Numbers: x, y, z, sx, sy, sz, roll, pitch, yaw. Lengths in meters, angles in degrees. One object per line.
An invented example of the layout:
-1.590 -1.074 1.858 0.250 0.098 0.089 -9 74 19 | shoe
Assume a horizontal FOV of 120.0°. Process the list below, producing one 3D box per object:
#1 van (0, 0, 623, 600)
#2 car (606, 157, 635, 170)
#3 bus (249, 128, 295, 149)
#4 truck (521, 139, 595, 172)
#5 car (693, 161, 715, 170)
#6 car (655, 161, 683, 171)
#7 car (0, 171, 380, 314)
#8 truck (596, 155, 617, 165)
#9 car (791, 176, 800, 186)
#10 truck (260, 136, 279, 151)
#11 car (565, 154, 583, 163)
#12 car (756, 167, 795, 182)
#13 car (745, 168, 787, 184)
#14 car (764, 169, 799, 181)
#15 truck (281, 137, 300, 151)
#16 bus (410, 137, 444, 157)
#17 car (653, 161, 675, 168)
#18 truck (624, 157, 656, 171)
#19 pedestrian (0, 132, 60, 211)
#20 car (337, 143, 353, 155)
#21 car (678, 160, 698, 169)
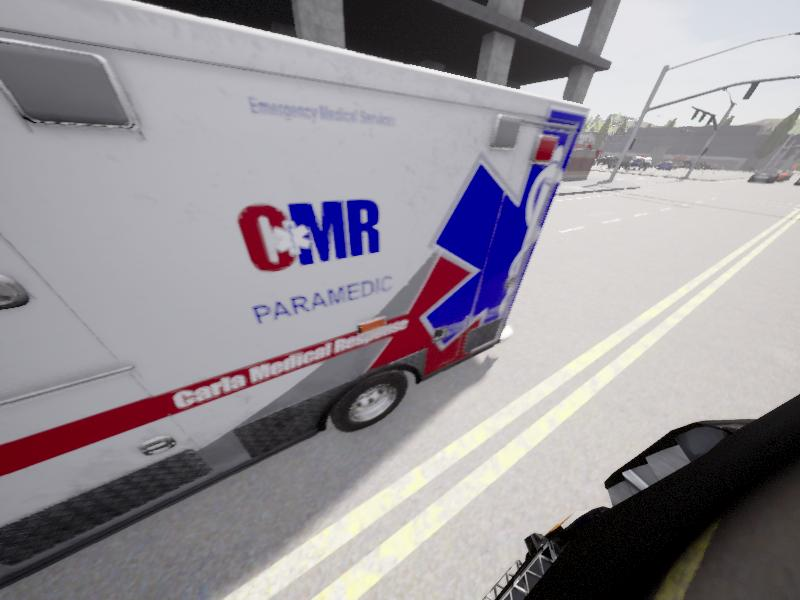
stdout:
-1.912 -0.042 1.650 6.366 2.431 2.351 -16 38 -26 | van
41.173 -25.573 43.199 4.605 1.855 1.932 -16 38 -26 | car
-35.554 -45.038 64.686 10.273 4.253 3.944 -16 38 -26 | bus
24.019 -22.598 35.909 2.891 3.827 8.468 -16 38 -26 | truck
76.345 -33.790 58.090 4.605 1.855 1.932 -16 38 -26 | car
55.692 -27.734 47.814 4.611 1.667 2.242 -16 38 -26 | car
-3.219 -1.569 4.594 5.366 1.575 1.801 -16 38 -26 | car
54.126 -36.685 60.588 4.478 2.038 2.069 -16 38 -26 | truck
52.264 -15.270 29.282 3.806 1.475 1.970 -16 38 -26 | car
-28.610 -34.278 50.459 2.615 2.467 5.204 -16 38 -26 | truck
49.981 -40.697 66.441 4.605 1.855 1.932 -16 38 -26 | car
55.930 -18.705 34.405 4.553 1.767 2.097 -16 38 -26 | car
49.160 -16.687 31.033 4.856 1.649 2.033 -16 38 -26 | car
62.534 -20.482 37.829 4.792 1.488 2.163 -16 38 -26 | car
-24.879 -35.347 52.334 2.615 2.467 5.204 -16 38 -26 | truck
7.235 -43.053 64.810 3.944 4.253 10.273 -16 38 -26 | bus
68.009 -34.816 59.426 5.357 1.415 2.033 -16 38 -26 | car
42.679 -24.222 41.125 4.478 2.038 2.069 -16 38 -26 | truck
-10.934 -3.557 6.418 0.751 1.860 0.751 -15 38 -25 | pedestrian
-11.476 -31.495 48.048 1.905 1.878 3.866 -16 38 -26 | car
74.951 -35.246 60.167 3.866 1.878 1.905 -16 38 -26 | car
